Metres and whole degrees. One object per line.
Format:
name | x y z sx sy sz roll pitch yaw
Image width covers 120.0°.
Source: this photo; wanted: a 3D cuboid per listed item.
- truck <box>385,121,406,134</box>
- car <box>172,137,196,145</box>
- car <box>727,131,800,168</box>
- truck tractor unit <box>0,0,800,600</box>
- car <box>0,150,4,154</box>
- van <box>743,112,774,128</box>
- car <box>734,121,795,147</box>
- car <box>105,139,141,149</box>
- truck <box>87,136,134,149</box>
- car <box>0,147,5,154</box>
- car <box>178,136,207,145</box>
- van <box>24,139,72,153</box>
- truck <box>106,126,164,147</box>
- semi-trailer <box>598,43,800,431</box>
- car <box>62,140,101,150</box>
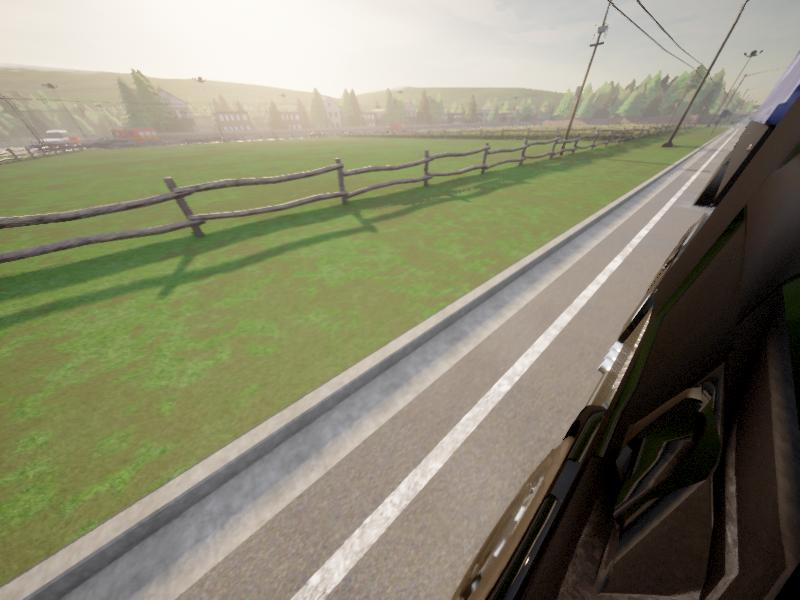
truck | -1.750 -70.851 94.814 8.468 3.827 2.891 -28 44 -30
car | -56.123 -41.465 60.101 4.193 1.474 1.816 -28 44 -30
car | 20.181 -8.385 12.713 4.181 1.385 1.994 -28 44 -30
truck tractor unit | 2.645 -0.295 0.351 6.516 4.208 3.053 -28 44 -30
car | -77.413 -27.278 42.131 1.882 1.535 5.008 -3 37 -1
van | 73.027 -36.692 47.131 6.366 2.431 2.351 -28 44 -30
car | 32.023 -14.734 20.420 5.027 1.651 2.152 -28 44 -30
car | -60.081 -33.943 50.223 4.611 1.667 2.242 -28 44 -30
truck | -66.436 -36.327 53.210 6.274 2.098 2.390 -28 44 -30
car | -80.734 -28.976 44.259 1.932 1.855 4.605 -1 37 2
car | -52.648 -40.609 58.675 5.238 1.638 1.930 -28 44 -30
van | -69.768 -30.645 45.854 2.069 2.038 4.480 13 39 19
truck | -65.180 -40.428 57.173 8.468 3.827 2.891 -28 44 -30
semi-trailer | 8.696 -3.573 4.277 14.254 4.402 2.717 -28 44 -30
car | -75.266 -36.638 54.660 2.152 1.651 5.027 24 44 30
